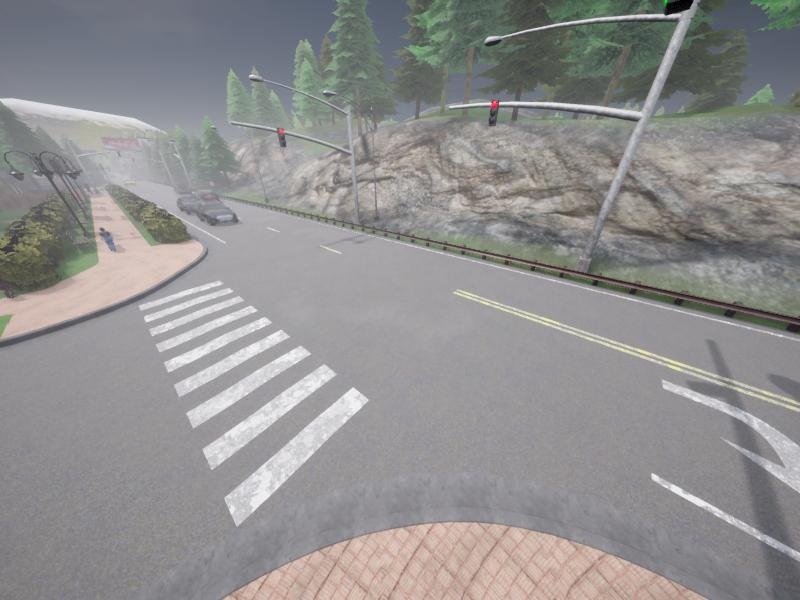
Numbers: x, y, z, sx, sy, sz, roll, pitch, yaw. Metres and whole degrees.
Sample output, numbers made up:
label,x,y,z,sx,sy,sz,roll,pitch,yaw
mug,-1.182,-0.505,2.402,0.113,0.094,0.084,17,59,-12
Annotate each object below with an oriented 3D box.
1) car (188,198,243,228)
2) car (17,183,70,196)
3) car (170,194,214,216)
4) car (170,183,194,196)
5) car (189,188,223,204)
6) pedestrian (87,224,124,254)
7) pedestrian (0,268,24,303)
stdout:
label,x,y,z,sx,sy,sz,roll,pitch,yaw
car,-15.488,-7.357,19.333,4.856,1.649,2.033,23,37,34
car,-63.432,-19.795,41.278,2.242,1.667,4.611,25,38,36
car,-21.372,-9.807,23.688,4.902,1.511,2.128,23,37,34
car,-37.023,-18.755,39.168,3.988,1.617,1.851,23,37,34
car,-26.446,-14.243,31.403,4.792,1.488,2.163,23,37,34
pedestrian,-15.454,-3.238,12.169,0.751,1.300,0.751,25,38,36
pedestrian,-13.956,-0.529,8.002,0.500,1.100,0.500,23,37,34
